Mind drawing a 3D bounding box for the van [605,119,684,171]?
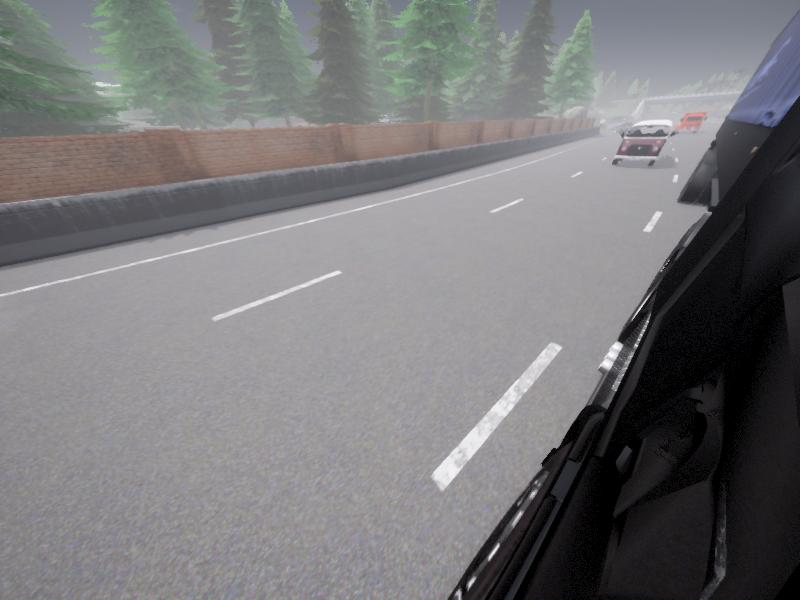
[{"bbox_3d":[13.564,-8.716,12.830,2.069,2.038,4.480,28,46,34],"label":"van"}]

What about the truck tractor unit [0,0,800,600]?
[{"bbox_3d":[2.645,-0.295,0.351,6.516,4.208,3.053,-28,44,-30],"label":"truck tractor unit"}]

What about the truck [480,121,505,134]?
[{"bbox_3d":[24.599,-45.941,61.610,5.204,2.467,2.627,27,46,34],"label":"truck"}]

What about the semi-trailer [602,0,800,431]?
[{"bbox_3d":[8.481,-3.735,4.442,14.254,4.402,2.717,-31,45,-32],"label":"semi-trailer"}]

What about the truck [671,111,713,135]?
[{"bbox_3d":[41.210,-25.125,32.804,2.627,2.467,5.204,26,45,33],"label":"truck"}]

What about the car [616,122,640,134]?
[{"bbox_3d":[39.424,-29.872,40.097,2.038,1.542,4.974,17,41,25],"label":"car"}]
